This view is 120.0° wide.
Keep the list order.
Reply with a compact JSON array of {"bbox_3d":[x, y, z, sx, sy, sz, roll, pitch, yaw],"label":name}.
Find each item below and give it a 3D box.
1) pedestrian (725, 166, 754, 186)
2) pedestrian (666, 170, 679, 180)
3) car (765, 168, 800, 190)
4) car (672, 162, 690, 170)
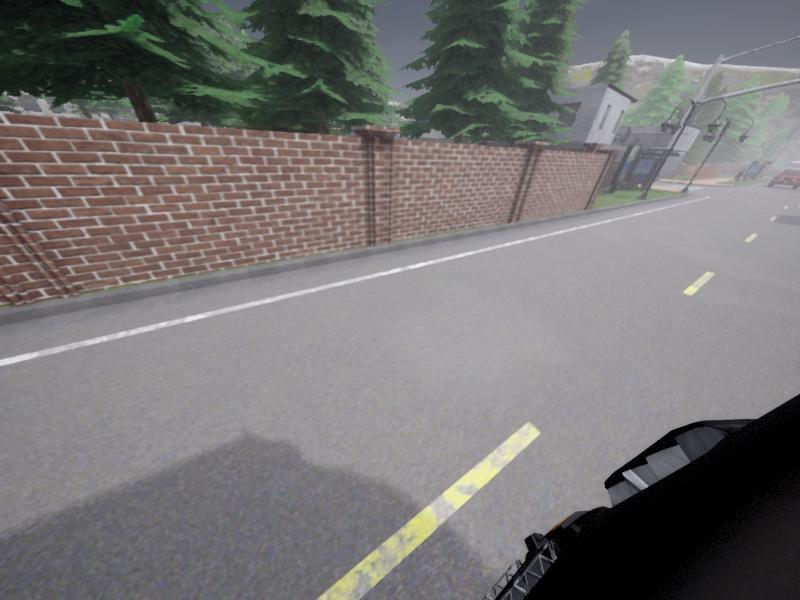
[{"bbox_3d":[38.300,-13.998,26.108,0.751,1.860,0.751,4,34,2],"label":"pedestrian"},{"bbox_3d":[34.297,-15.713,29.045,0.500,1.100,0.500,-14,37,-24],"label":"pedestrian"},{"bbox_3d":[48.345,-15.050,28.637,5.566,2.045,2.150,-17,38,-27],"label":"car"},{"bbox_3d":[83.067,-39.617,68.330,4.605,1.855,1.932,-18,39,-28],"label":"car"}]
